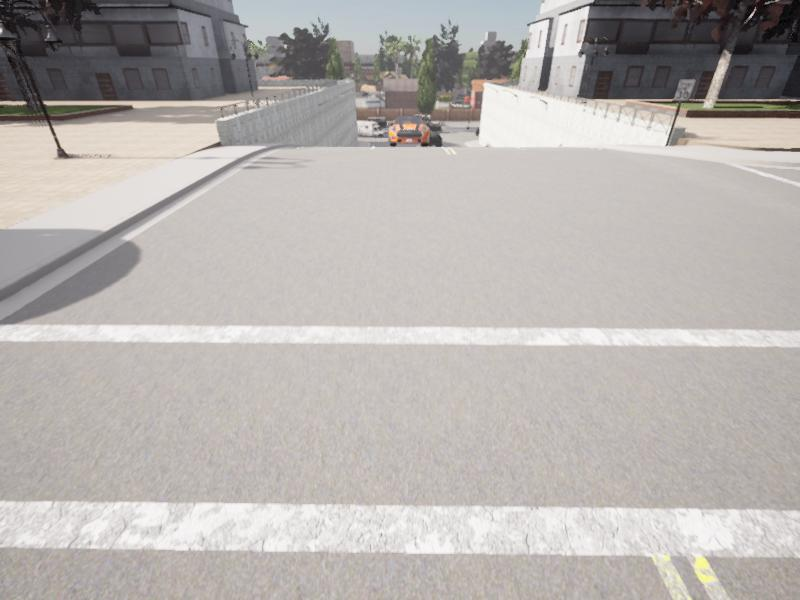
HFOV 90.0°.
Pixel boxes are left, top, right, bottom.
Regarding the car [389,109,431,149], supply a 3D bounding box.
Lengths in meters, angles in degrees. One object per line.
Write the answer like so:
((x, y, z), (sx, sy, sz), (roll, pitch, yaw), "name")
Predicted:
((0.513, -9.398, 22.231), (2.097, 1.767, 4.553), (0, 20, 1), "car")

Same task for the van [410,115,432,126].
((4.362, -38.083, 84.786), (4.480, 2.038, 2.069), (0, 30, 1), "van")

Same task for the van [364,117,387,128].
((-4.935, -36.330, 81.867), (4.442, 1.987, 1.775), (0, 30, 1), "van")

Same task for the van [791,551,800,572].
((3.738, 2.112, 0.364), (2.069, 2.038, 4.480), (0, 30, 2), "van")

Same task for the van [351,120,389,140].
((-5.267, -30.180, 70.969), (6.366, 2.431, 2.351), (13, 33, 19), "van")

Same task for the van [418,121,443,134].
((5.668, -32.247, 74.861), (4.442, 1.987, 1.775), (0, 30, 1), "van")

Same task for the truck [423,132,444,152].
((4.446, -21.680, 54.772), (2.390, 2.098, 6.274), (0, 25, 1), "truck")
